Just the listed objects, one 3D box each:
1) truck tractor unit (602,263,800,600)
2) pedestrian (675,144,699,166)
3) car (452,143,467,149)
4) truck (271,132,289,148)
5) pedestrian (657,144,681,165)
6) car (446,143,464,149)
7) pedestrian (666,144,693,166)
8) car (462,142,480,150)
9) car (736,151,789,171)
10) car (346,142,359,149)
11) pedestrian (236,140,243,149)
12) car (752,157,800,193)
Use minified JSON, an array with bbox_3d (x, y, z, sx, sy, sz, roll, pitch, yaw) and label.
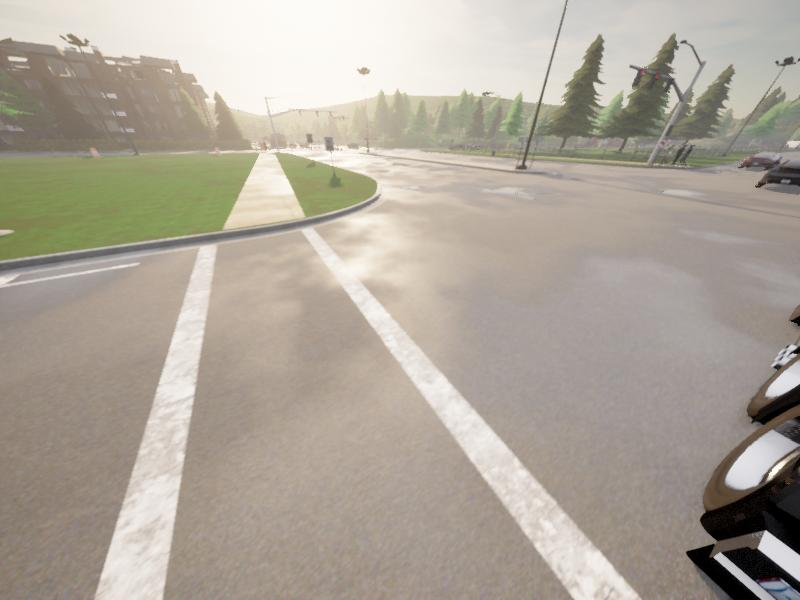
[{"bbox_3d":[5.109,-0.301,0.785,6.516,4.208,3.053,-18,39,-24],"label":"truck tractor unit"},{"bbox_3d":[29.167,-14.727,23.509,0.751,1.860,0.751,-26,43,-33],"label":"pedestrian"},{"bbox_3d":[17.756,-45.982,68.942,3.988,1.617,1.851,-18,39,-24],"label":"car"},{"bbox_3d":[-36.017,-47.761,69.001,2.891,3.827,8.468,-18,39,-25],"label":"truck"},{"bbox_3d":[28.526,-15.442,24.531,0.751,1.860,0.751,-12,37,-17],"label":"pedestrian"},{"bbox_3d":[17.129,-48.003,72.009,5.027,1.651,2.152,-18,39,-24],"label":"car"},{"bbox_3d":[28.894,-15.020,23.928,0.751,1.860,0.751,3,35,3],"label":"pedestrian"},{"bbox_3d":[20.598,-44.643,66.940,4.856,1.649,2.033,-18,39,-24],"label":"car"},{"bbox_3d":[36.123,-13.873,23.019,4.674,1.442,1.812,-18,39,-24],"label":"car"},{"bbox_3d":[-14.130,-46.298,69.009,1.930,1.638,5.238,-18,39,-24],"label":"car"},{"bbox_3d":[-38.788,-37.549,55.703,0.751,1.860,0.751,-21,40,-27],"label":"pedestrian"},{"bbox_3d":[23.385,-7.436,13.604,4.892,1.490,1.837,-18,39,-24],"label":"car"}]
